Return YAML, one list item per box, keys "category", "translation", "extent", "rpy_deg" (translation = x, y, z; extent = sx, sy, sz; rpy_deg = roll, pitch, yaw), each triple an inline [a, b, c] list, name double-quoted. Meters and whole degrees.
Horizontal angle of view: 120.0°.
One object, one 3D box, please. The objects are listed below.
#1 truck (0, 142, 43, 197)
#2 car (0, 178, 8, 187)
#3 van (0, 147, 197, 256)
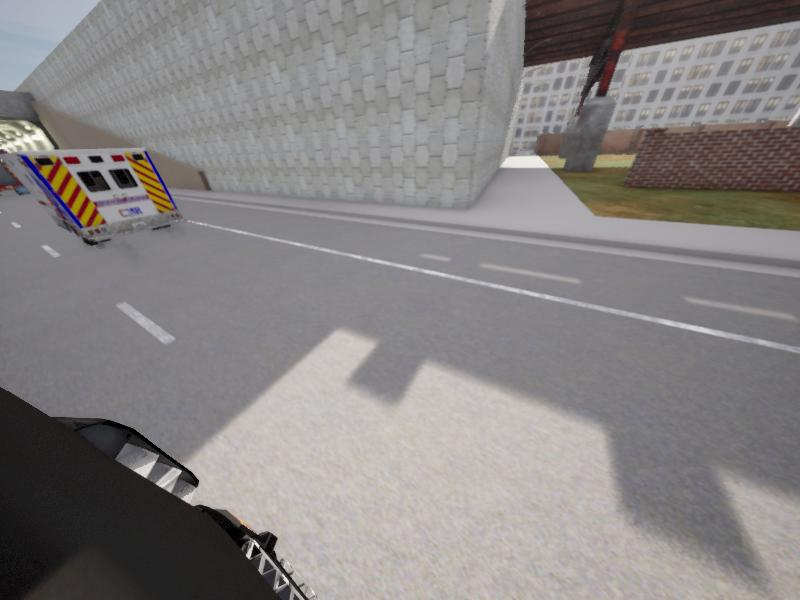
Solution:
- category: "truck"
  translation: [-37.496, -11.905, 21.137]
  extent: [8.468, 3.827, 2.891]
  rpy_deg: [16, 38, 26]
- category: "car"
  translation: [-52.330, -15.176, 29.310]
  extent: [4.674, 1.442, 1.812]
  rpy_deg: [15, 38, 26]
- category: "van"
  translation: [-10.440, -3.584, 7.881]
  extent: [6.366, 2.431, 2.351]
  rpy_deg: [16, 38, 26]
